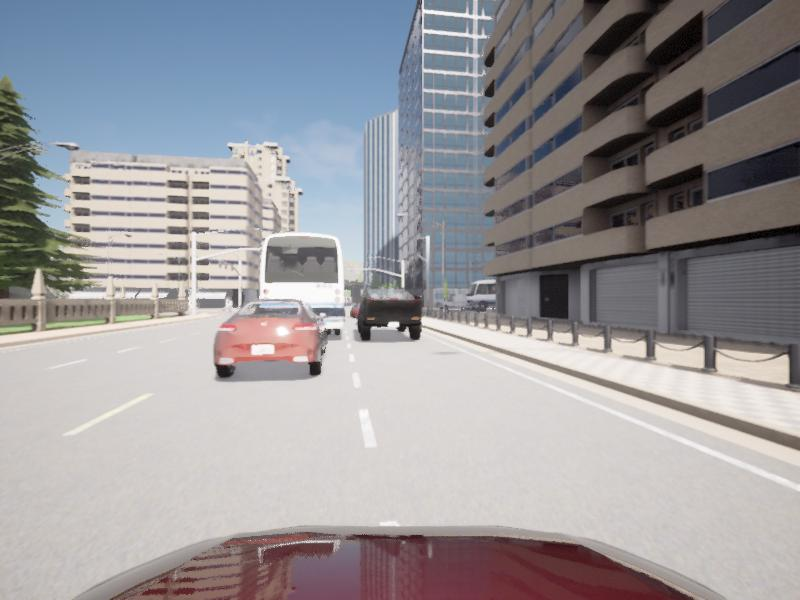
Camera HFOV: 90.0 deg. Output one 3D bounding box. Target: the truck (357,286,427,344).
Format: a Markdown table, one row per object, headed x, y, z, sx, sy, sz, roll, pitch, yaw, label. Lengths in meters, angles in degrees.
| x | y | z | sx | sy | sz | roll | pitch | yaw | label |
| --- | --- | --- | --- | --- | --- | --- | --- | --- | --- |
| -0.619 | 0.542 | 17.623 | 2.390 | 2.098 | 6.274 | 0 | 0 | -7 | truck |

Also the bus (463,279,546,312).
| x | y | z | sx | sy | sz | roll | pitch | yaw | label |
| --- | --- | --- | --- | --- | --- | --- | --- | --- | --- |
| 14.083 | -0.588 | 54.530 | 10.273 | 4.253 | 3.944 | 0 | 0 | -8 | bus |

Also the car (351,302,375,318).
| x | y | z | sx | sy | sz | roll | pitch | yaw | label |
| --- | --- | --- | --- | --- | --- | --- | --- | --- | --- |
| -3.461 | 0.908 | 36.921 | 1.994 | 1.385 | 4.181 | 0 | 0 | -9 | car |

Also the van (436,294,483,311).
| x | y | z | sx | sy | sz | roll | pitch | yaw | label |
| --- | --- | --- | --- | --- | --- | --- | --- | --- | --- |
| 8.484 | 0.323 | 57.376 | 6.366 | 2.431 | 2.351 | 0 | 0 | -8 | van |

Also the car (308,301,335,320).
| x | y | z | sx | sy | sz | roll | pitch | yaw | label |
| --- | --- | --- | --- | --- | --- | --- | --- | --- | --- |
| -6.626 | 0.836 | 34.252 | 2.128 | 1.511 | 4.902 | 0 | 0 | -10 | car |

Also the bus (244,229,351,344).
| x | y | z | sx | sy | sz | roll | pitch | yaw | label |
| --- | --- | --- | --- | --- | --- | --- | --- | --- | --- |
| -4.596 | -0.530 | 20.187 | 3.944 | 4.253 | 10.273 | 0 | 1 | -9 | bus |

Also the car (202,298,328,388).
| x | y | z | sx | sy | sz | roll | pitch | yaw | label |
| --- | --- | --- | --- | --- | --- | --- | --- | --- | --- |
| -2.933 | 0.781 | 9.944 | 2.152 | 1.651 | 5.027 | 0 | 0 | -9 | car |
